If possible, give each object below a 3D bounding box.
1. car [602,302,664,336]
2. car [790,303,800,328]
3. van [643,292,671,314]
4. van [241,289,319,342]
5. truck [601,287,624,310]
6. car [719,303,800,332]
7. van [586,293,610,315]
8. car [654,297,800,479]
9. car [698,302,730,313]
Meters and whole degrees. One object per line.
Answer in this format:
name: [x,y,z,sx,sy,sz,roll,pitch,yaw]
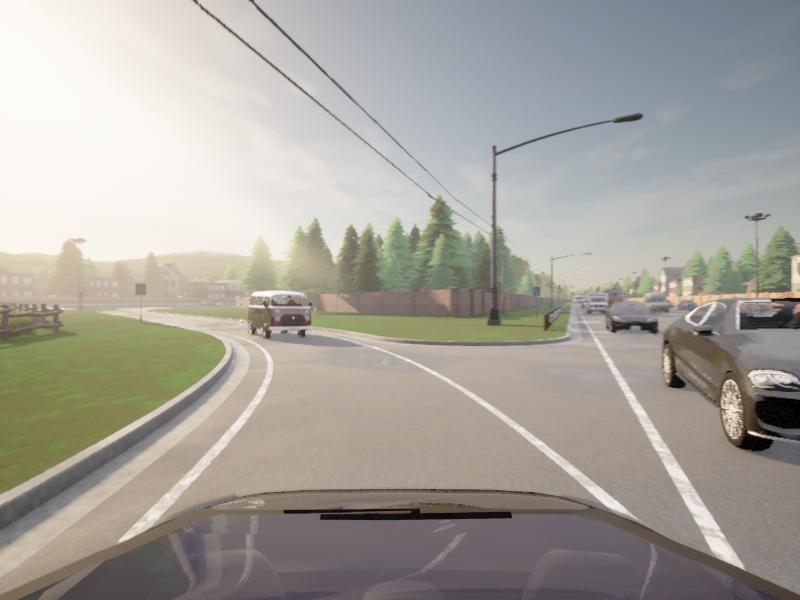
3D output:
car: [11.738,0.878,20.495,2.163,1.488,4.792,0,0,23]
car: [23.588,0.910,21.435,2.033,1.411,5.357,0,0,23]
van: [32.455,0.382,50.702,1.988,2.561,5.915,0,0,23]
van: [-5.461,0.612,17.757,2.069,2.038,4.480,1,-1,-34]
truck: [36.639,-0.235,69.170,2.891,3.827,8.468,0,0,23]
car: [20.367,0.916,22.804,2.033,1.411,5.357,0,0,23]
van: [23.642,0.442,47.967,2.351,2.431,6.366,0,0,23]
car: [5.293,0.786,5.616,2.152,1.651,5.027,0,0,23]
car: [40.576,0.947,51.834,2.033,1.411,5.357,0,0,23]
